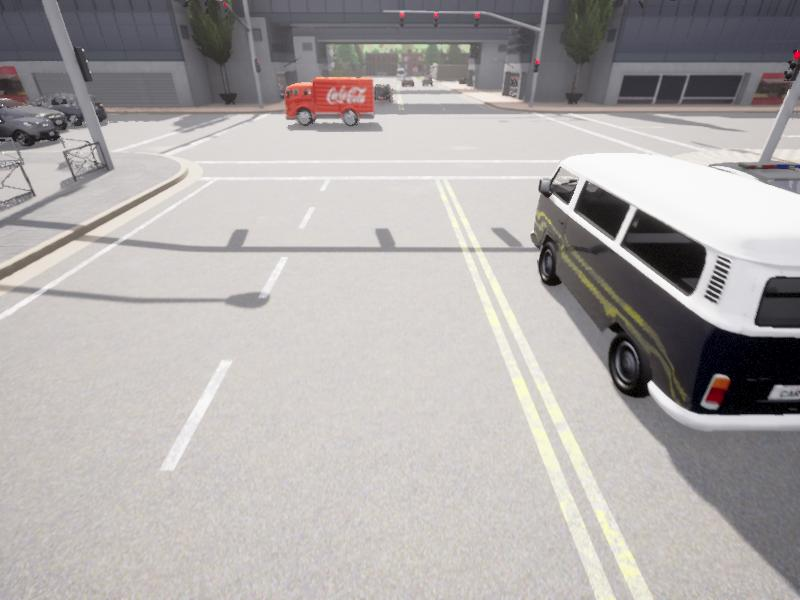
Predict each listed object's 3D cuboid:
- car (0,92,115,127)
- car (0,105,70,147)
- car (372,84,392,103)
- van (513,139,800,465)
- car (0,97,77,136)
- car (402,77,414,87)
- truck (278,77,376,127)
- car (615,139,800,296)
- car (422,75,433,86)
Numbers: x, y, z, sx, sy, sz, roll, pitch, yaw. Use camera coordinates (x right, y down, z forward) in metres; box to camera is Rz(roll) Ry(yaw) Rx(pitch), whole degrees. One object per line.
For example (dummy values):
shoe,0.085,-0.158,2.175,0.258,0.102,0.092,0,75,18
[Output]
car,-20.158,-11.273,23.647,4.611,1.667,2.242,0,30,0
car,-17.327,-7.682,17.641,3.633,1.501,1.845,0,30,0
car,-1.724,-20.512,39.655,1.837,1.490,4.892,0,30,-1
van,3.172,-0.562,4.963,2.069,2.038,4.480,0,30,-1
car,-20.250,-9.476,20.619,5.027,1.651,2.152,0,30,-1
car,1.374,-38.051,69.809,1.994,1.385,4.181,0,30,-1
truck,-4.085,-11.696,23.596,5.204,2.467,2.627,-1,30,-1
car,6.632,-1.977,7.895,2.038,1.542,4.974,0,30,0
car,4.993,-39.452,71.976,1.851,1.617,3.988,1,30,2
